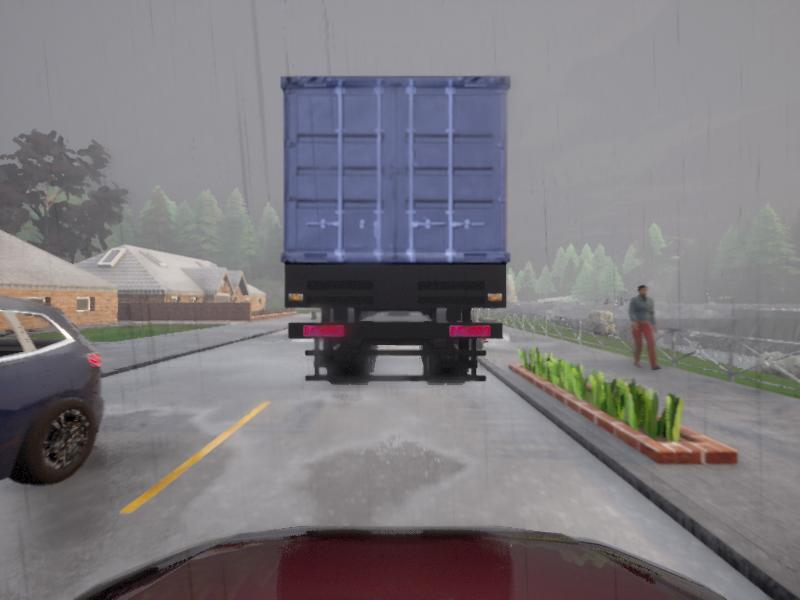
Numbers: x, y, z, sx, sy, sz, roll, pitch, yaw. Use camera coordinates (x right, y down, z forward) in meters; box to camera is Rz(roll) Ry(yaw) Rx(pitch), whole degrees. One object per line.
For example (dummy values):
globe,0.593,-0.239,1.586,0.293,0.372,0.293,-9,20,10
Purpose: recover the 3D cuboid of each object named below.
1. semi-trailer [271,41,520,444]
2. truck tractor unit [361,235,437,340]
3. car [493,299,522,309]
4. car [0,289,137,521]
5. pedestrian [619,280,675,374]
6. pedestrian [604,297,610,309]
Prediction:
semi-trailer,-0.034,-0.621,11.498,2.717,4.402,14.254,0,0,0
truck tractor unit,-0.029,-0.525,19.412,3.053,4.208,6.516,0,0,0
car,19.358,0.722,72.282,4.611,1.667,2.242,-1,0,0
car,-3.998,0.755,2.074,2.242,1.667,4.611,0,0,0
pedestrian,5.097,0.530,8.300,0.751,1.860,0.751,0,0,10
pedestrian,32.932,0.507,63.588,0.751,1.860,0.751,0,0,11
